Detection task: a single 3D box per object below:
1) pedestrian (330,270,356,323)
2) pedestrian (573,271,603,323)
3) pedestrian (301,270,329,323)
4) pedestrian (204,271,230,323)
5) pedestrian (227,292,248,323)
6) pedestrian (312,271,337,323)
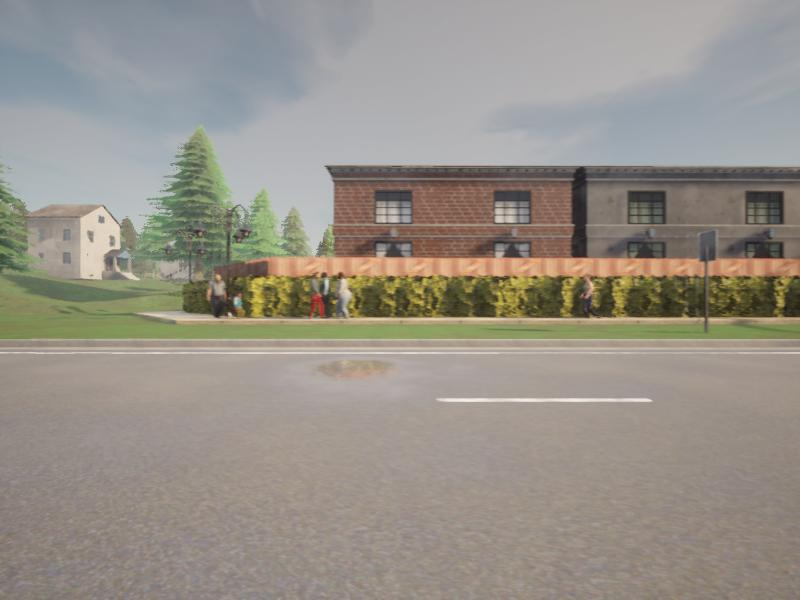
[{"bbox_3d":[-2.059,-0.116,14.564,0.751,1.860,0.751,0,0,9],"label":"pedestrian"},{"bbox_3d":[6.874,-0.113,14.655,0.751,1.860,0.751,0,0,0],"label":"pedestrian"},{"bbox_3d":[-3.017,-0.116,14.309,0.751,1.860,0.751,0,0,11],"label":"pedestrian"},{"bbox_3d":[-6.799,-0.117,14.838,0.751,1.860,0.751,0,0,-36],"label":"pedestrian"},{"bbox_3d":[-5.875,0.263,14.459,0.500,1.100,0.500,0,0,14],"label":"pedestrian"},{"bbox_3d":[-2.757,-0.116,14.646,0.751,1.860,0.751,0,0,2],"label":"pedestrian"}]
